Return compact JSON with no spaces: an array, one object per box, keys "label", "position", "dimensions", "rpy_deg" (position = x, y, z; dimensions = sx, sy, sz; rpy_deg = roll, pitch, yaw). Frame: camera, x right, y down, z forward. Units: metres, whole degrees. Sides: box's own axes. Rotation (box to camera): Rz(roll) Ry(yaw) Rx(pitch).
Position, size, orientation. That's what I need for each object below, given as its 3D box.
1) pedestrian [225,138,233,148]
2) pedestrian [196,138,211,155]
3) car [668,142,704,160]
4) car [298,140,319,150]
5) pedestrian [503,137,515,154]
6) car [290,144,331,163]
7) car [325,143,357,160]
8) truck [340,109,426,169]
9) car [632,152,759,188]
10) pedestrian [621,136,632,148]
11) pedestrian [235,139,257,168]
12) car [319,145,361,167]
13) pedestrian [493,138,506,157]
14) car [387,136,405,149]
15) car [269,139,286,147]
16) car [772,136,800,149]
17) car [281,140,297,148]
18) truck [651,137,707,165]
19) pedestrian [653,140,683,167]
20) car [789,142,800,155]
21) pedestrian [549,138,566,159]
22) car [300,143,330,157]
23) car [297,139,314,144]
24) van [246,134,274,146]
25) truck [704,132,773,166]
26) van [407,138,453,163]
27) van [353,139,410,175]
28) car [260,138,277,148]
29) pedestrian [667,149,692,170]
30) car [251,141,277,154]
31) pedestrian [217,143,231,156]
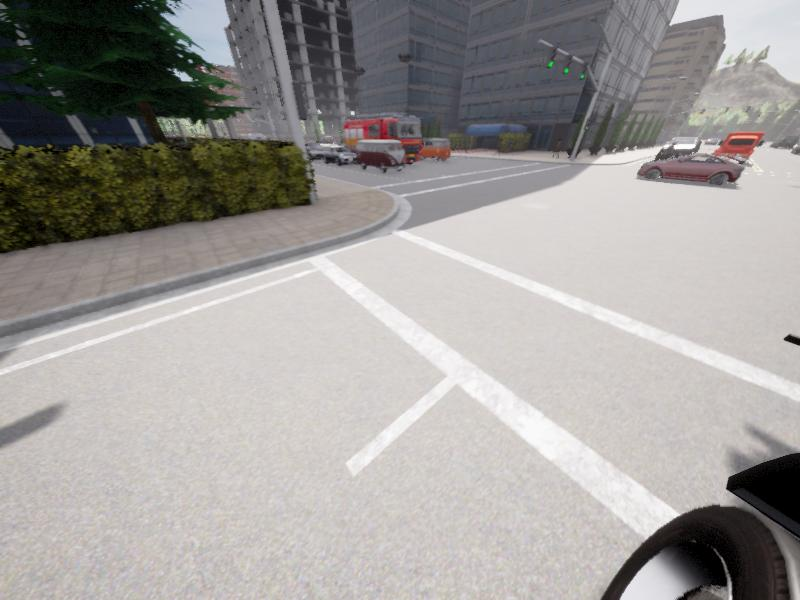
[{"label":"pedestrian","position":[-38.841,-35.784,52.517],"dimensions":[0.751,1.860,0.751],"rpy_deg":[27,43,32]},{"label":"pedestrian","position":[-25.384,-19.885,29.915],"dimensions":[0.751,1.860,0.751],"rpy_deg":[-18,39,-24]},{"label":"car","position":[33.586,-17.547,27.084],"dimensions":[5.366,1.575,1.801],"rpy_deg":[-26,43,-32]},{"label":"car","position":[-18.214,-30.888,45.970],"dimensions":[1.837,1.490,4.892],"rpy_deg":[-27,44,-32]},{"label":"pedestrian","position":[14.758,-20.932,31.314],"dimensions":[0.751,1.860,0.751],"rpy_deg":[-5,36,-7]},{"label":"car","position":[-9.847,-16.097,25.280],"dimensions":[2.033,1.411,5.357],"rpy_deg":[-27,43,-32]},{"label":"car","position":[-6.817,-17.232,26.750],"dimensions":[1.845,1.501,3.633],"rpy_deg":[-27,43,-32]},{"label":"truck","position":[-1.831,-14.868,21.447],"dimensions":[2.891,3.827,8.468],"rpy_deg":[-27,43,-33]},{"label":"car","position":[16.844,-7.702,13.474],"dimensions":[1.994,1.385,4.181],"rpy_deg":[-27,43,-32]},{"label":"pedestrian","position":[43.435,-30.222,44.246],"dimensions":[0.751,1.860,0.751],"rpy_deg":[-27,44,-33]},{"label":"pedestrian","position":[-12.167,-11.586,18.245],"dimensions":[0.751,1.860,0.751],"rpy_deg":[-26,43,-32]},{"label":"car","position":[-5.586,-13.320,21.304],"dimensions":[1.970,1.475,3.806],"rpy_deg":[-27,43,-32]},{"label":"pedestrian","position":[11.554,-17.751,26.861],"dimensions":[0.751,1.860,0.751],"rpy_deg":[21,41,27]},{"label":"car","position":[-0.826,-31.319,45.783],"dimensions":[2.390,2.098,6.274],"rpy_deg":[-6,36,-9]},{"label":"car","position":[-30.358,-38.927,57.235],"dimensions":[1.882,1.535,5.008],"rpy_deg":[-27,44,-33]},{"label":"car","position":[75.793,-30.851,45.243],"dimensions":[5.566,2.045,2.150],"rpy_deg":[-27,43,-32]},{"label":"car","position":[-25.261,-35.543,52.528],"dimensions":[1.970,1.475,3.806],"rpy_deg":[-27,43,-32]},{"label":"truck","position":[27.610,-14.814,22.811],"dimensions":[6.274,2.098,2.390],"rpy_deg":[-26,43,-32]},{"label":"pedestrian","position":[22.633,-12.366,19.547],"dimensions":[0.751,1.860,0.751],"rpy_deg":[-17,39,-22]},{"label":"car","position":[56.964,-21.176,32.258],"dimensions":[4.674,1.442,1.812],"rpy_deg":[-27,43,-32]},{"label":"pedestrian","position":[16.504,-15.873,24.217],"dimensions":[0.751,1.860,0.751],"rpy_deg":[-27,43,-32]},{"label":"car","position":[-11.405,-20.189,31.048],"dimensions":[1.994,1.385,4.181],"rpy_deg":[-27,44,-33]},{"label":"car","position":[-31.385,-52.830,76.949],"dimensions":[4.718,1.301,1.895],"rpy_deg":[-27,43,-32]},{"label":"van","position":[-38.702,-44.288,63.873],"dimensions":[5.915,2.561,1.988],"rpy_deg":[-27,43,-32]},{"label":"truck","position":[32.130,-14.535,22.093],"dimensions":[5.204,2.467,2.627],"rpy_deg":[-27,43,-32]},{"label":"van","position":[3.061,-15.861,24.417],"dimensions":[4.442,1.987,1.775],"rpy_deg":[24,42,30]},{"label":"van","position":[-1.432,-10.785,17.299],"dimensions":[1.775,1.987,4.442],"rpy_deg":[-27,43,-32]},{"label":"car","position":[-29.654,-35.533,52.165],"dimensions":[1.905,1.878,3.866],"rpy_deg":[-27,44,-32]},{"label":"pedestrian","position":[22.195,-11.185,18.372],"dimensions":[0.751,1.300,0.751],"rpy_deg":[-29,44,-34]},{"label":"car","position":[-20.961,-23.495,35.558],"dimensions":[1.882,1.535,5.008],"rpy_deg":[-27,43,-32]},{"label":"pedestrian","position":[-21.739,-18.553,28.523],"dimensions":[0.751,1.300,0.751],"rpy_deg":[24,42,30]}]
